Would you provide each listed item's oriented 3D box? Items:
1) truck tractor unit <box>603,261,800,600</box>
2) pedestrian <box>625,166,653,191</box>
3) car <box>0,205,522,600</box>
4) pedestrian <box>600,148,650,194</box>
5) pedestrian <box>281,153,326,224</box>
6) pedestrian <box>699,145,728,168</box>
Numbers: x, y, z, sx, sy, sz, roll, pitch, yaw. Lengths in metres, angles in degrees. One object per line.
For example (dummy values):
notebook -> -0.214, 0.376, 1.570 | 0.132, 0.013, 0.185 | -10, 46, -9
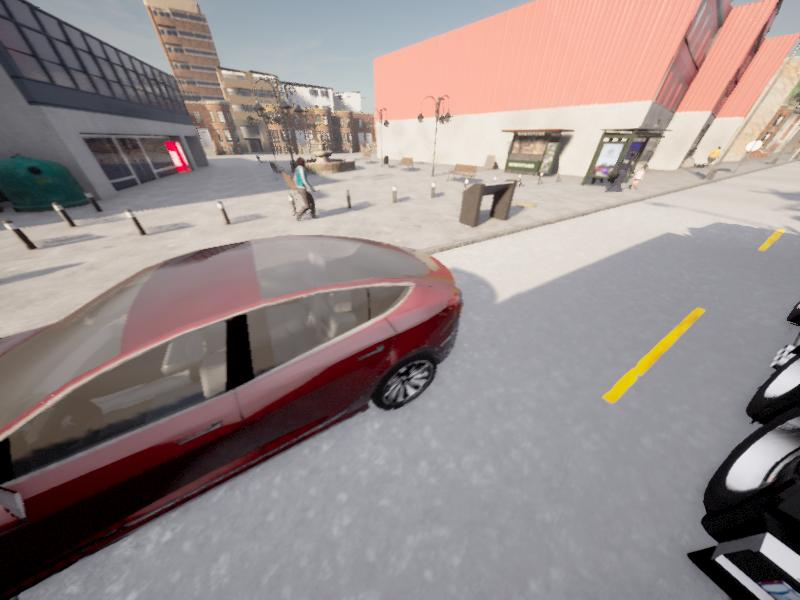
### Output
truck tractor unit -> 5.106, -0.305, 0.793 | 6.516, 4.208, 3.053 | -18, 39, -24
pedestrian -> 12.341, -6.282, 11.959 | 0.500, 1.100, 0.500 | -22, 41, -29
car -> -1.616, 0.431, 2.075 | 4.792, 1.488, 2.163 | -19, 39, -25
pedestrian -> 10.728, -6.156, 11.097 | 0.751, 1.860, 0.751 | 2, 35, 3
pedestrian -> -2.957, -3.438, 7.155 | 0.751, 1.860, 0.751 | -19, 39, -26
pedestrian -> 30.062, -13.742, 22.172 | 0.751, 1.860, 0.751 | -14, 37, -20
